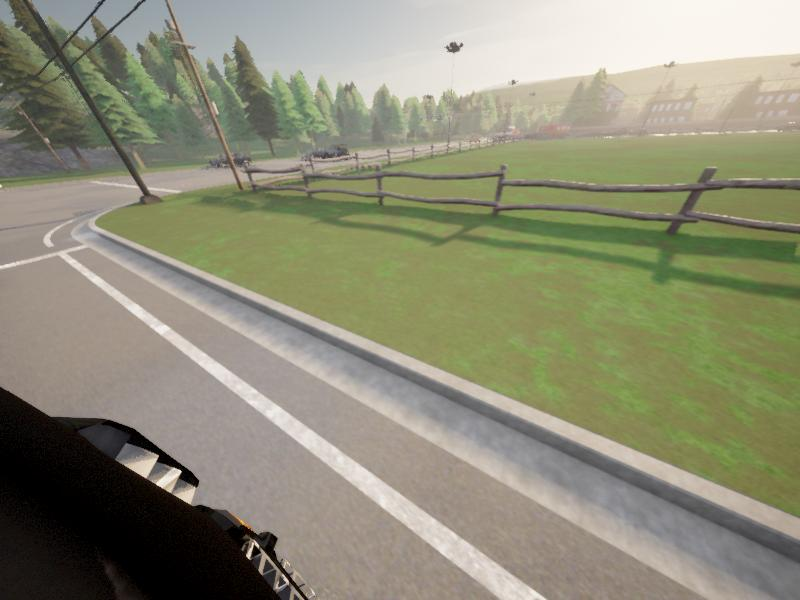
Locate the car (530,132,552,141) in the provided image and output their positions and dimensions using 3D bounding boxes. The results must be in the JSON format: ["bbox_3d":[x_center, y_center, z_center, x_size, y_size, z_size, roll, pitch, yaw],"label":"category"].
[{"bbox_3d":[38.082,-44.004,62.252,4.611,1.667,2.242,17,40,26],"label":"car"}]

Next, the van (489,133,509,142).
[{"bbox_3d":[29.036,-47.702,67.741,4.480,2.038,2.069,-5,35,-3],"label":"van"}]

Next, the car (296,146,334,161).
[{"bbox_3d":[-12.572,-21.914,34.522,2.128,1.511,4.902,17,40,26],"label":"car"}]

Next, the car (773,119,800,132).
[{"bbox_3d":[74.880,-32.965,43.566,3.866,1.878,1.905,17,40,26],"label":"car"}]

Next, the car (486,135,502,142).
[{"bbox_3d":[28.739,-49.414,70.679,4.193,1.474,1.816,-6,35,-5],"label":"car"}]

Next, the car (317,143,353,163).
[{"bbox_3d":[-8.138,-18.652,29.223,1.905,1.878,3.866,17,40,26],"label":"car"}]

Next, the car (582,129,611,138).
[{"bbox_3d":[50.305,-42.668,59.369,5.238,1.638,1.930,17,40,26],"label":"car"}]

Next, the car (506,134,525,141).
[{"bbox_3d":[37.558,-53.042,75.328,5.027,1.651,2.152,9,37,16],"label":"car"}]

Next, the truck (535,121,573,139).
[{"bbox_3d":[45.165,-49.781,67.960,8.468,3.827,2.891,17,40,26],"label":"truck"}]

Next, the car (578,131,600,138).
[{"bbox_3d":[50.938,-44.745,62.415,4.193,1.474,1.816,17,40,26],"label":"car"}]

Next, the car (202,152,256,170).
[{"bbox_3d":[-21.054,-17.354,28.662,1.837,1.490,4.892,17,40,26],"label":"car"}]

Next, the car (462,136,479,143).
[{"bbox_3d":[21.910,-50.049,72.035,5.008,1.535,1.882,-19,38,-21],"label":"car"}]
